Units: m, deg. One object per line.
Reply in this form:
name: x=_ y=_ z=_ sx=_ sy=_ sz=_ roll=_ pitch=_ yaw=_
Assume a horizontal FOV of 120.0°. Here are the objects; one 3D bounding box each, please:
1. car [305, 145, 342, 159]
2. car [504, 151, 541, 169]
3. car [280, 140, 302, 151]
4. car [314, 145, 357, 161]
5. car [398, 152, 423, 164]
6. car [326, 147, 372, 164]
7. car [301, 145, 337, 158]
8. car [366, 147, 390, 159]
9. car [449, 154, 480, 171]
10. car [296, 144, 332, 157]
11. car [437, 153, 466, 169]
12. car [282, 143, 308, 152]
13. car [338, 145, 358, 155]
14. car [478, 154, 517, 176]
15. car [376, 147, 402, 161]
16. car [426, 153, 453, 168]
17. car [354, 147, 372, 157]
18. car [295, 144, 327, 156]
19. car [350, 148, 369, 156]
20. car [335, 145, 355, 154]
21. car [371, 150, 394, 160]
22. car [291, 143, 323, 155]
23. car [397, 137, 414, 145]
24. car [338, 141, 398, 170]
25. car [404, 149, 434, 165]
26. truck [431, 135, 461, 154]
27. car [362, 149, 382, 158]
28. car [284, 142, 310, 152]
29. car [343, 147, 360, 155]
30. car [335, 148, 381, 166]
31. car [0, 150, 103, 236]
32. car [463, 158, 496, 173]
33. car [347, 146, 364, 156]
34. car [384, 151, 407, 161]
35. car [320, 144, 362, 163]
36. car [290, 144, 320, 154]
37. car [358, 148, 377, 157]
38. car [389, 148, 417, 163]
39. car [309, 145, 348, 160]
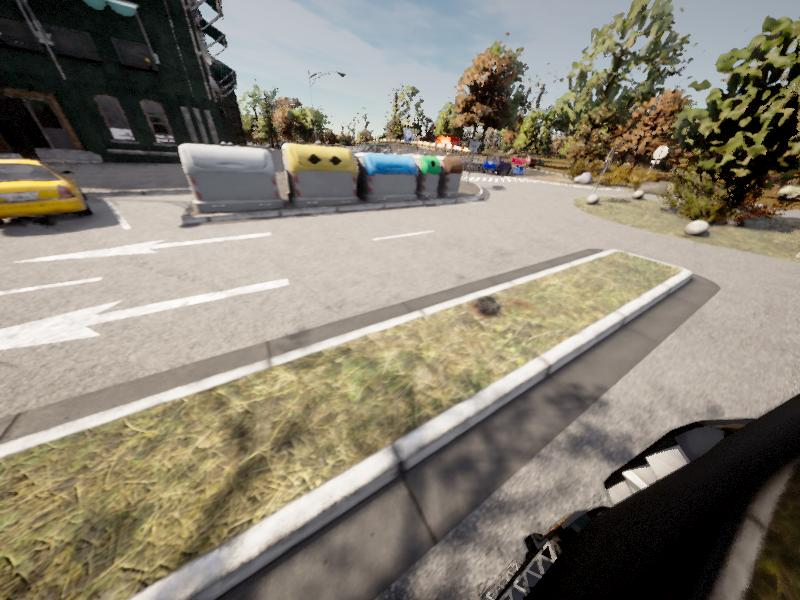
car: x=-11.702 y=-22.789 z=35.621 sx=2.163 sy=1.488 sz=4.792 roll=28 pitch=40 yaw=31
car: x=17.502 y=-20.111 z=33.208 sx=1.851 sy=1.617 sz=3.988 roll=-14 pitch=41 yaw=-26
car: x=-27.721 y=-39.173 z=58.698 sx=1.878 sy=1.987 sz=4.442 roll=28 pitch=40 yaw=31
car: x=-8.669 y=-19.957 z=31.518 sx=1.946 sy=1.575 sz=5.366 roll=27 pitch=39 yaw=32
car: x=2.047 y=-27.389 z=44.603 sx=2.163 sy=1.488 sz=4.792 roll=28 pitch=38 yaw=31
car: x=-5.883 y=-16.933 z=27.161 sx=2.231 sy=1.521 sz=4.892 roll=27 pitch=39 yaw=32
car: x=-13.132 y=-24.296 z=37.738 sx=2.097 sy=1.535 sz=5.008 roll=27 pitch=39 yaw=32
car: x=-5.310 y=-35.171 z=55.301 sx=2.435 sy=2.045 sz=5.566 roll=27 pitch=38 yaw=31
car: x=9.474 y=-20.000 z=33.717 sx=2.185 sy=1.767 sz=4.553 roll=27 pitch=38 yaw=31
car: x=-14.704 y=-25.701 z=39.731 sx=1.946 sy=1.575 sz=5.366 roll=28 pitch=40 yaw=31
car: x=8.035 y=-21.524 z=35.917 sx=2.185 sy=1.767 sz=4.553 roll=28 pitch=38 yaw=31
car: x=-24.759 y=-36.086 z=54.675 sx=2.231 sy=1.521 sz=4.892 roll=27 pitch=40 yaw=31
car: x=-15.718 y=-45.679 z=70.384 sx=2.435 sy=2.045 sz=5.566 roll=28 pitch=38 yaw=31
car: x=12.482 y=-17.120 z=29.370 sx=2.435 sy=2.045 sz=5.566 roll=28 pitch=38 yaw=31
car: x=-2.386 y=-32.141 z=50.939 sx=2.435 sy=2.045 sz=5.566 roll=28 pitch=39 yaw=31
car: x=6.544 y=-23.030 z=38.079 sx=2.185 sy=1.767 sz=4.553 roll=28 pitch=39 yaw=31
car: x=-9.820 y=-39.559 z=61.814 sx=2.185 sy=1.767 sz=4.553 roll=28 pitch=38 yaw=31
car: x=-16.045 y=-27.248 z=41.977 sx=2.097 sy=1.535 sz=5.008 roll=27 pitch=40 yaw=31
car: x=-11.274 y=-40.965 z=64.061 sx=2.231 sy=1.521 sz=4.892 roll=28 pitch=38 yaw=31
car: x=-17.185 y=-47.211 z=72.590 sx=2.435 sy=2.045 sz=5.566 roll=28 pitch=38 yaw=31
car: x=-3.983 y=-33.377 z=53.125 sx=1.946 sy=1.575 sz=5.366 roll=28 pitch=38 yaw=31
car: x=-17.607 y=-28.647 z=43.963 sx=1.946 sy=1.575 sz=5.366 roll=28 pitch=40 yaw=31
car: x=1.303 y=-38.662 z=56.122 sx=2.007 sy=1.525 sz=4.514 roll=-14 pitch=37 yaw=-26
car: x=-2.972 y=-14.187 z=22.773 sx=2.435 sy=2.045 sz=5.566 roll=28 pitch=40 yaw=31
car: x=3.556 y=-26.121 z=42.293 sx=2.435 sy=2.045 sz=5.566 roll=28 pitch=38 yaw=31
truck: x=8.932 y=-30.426 z=45.106 sx=2.627 sy=2.467 sz=5.204 roll=-14 pitch=41 yaw=-26
car: x=-6.856 y=-36.416 z=57.571 sx=2.163 sy=1.488 sz=4.792 roll=28 pitch=38 yaw=31
car: x=-23.317 y=-34.704 z=52.466 sx=2.185 sy=1.767 sz=4.553 roll=27 pitch=39 yaw=32
car: x=-14.210 y=-44.091 z=68.331 sx=2.185 sy=1.767 sz=4.553 roll=28 pitch=38 yaw=31
car: x=-4.429 y=-15.429 z=25.069 sx=2.002 sy=1.452 sz=4.674 roll=27 pitch=40 yaw=31
car: x=-11.066 y=-3.439 z=6.877 sx=5.366 sy=1.575 sz=1.946 roll=26 pitch=40 yaw=32
car: x=10.974 y=-18.400 z=31.645 sx=2.231 sy=1.521 sz=4.892 roll=28 pitch=38 yaw=31
car: x=-12.673 y=-42.705 z=66.179 sx=1.878 sy=1.987 sz=4.442 roll=27 pitch=38 yaw=31
car: x=-0.914 y=-30.435 z=48.931 sx=2.231 sy=1.521 sz=4.892 roll=28 pitch=38 yaw=31
car: x=-7.346 y=-18.502 z=29.191 sx=2.185 sy=1.767 sz=4.553 roll=27 pitch=39 yaw=32
car: x=-18.936 y=-30.180 z=46.244 sx=2.163 sy=1.488 sz=4.792 roll=27 pitch=39 yaw=32
car: x=-8.326 y=-38.053 z=59.651 sx=2.185 sy=1.767 sz=4.553 roll=27 pitch=38 yaw=31
car: x=0.626 y=-29.153 z=46.657 sx=2.435 sy=2.045 sz=5.566 roll=27 pitch=38 yaw=31
car: x=-10.234 y=-21.350 z=33.506 sx=2.231 sy=1.521 sz=4.892 roll=27 pitch=40 yaw=32
